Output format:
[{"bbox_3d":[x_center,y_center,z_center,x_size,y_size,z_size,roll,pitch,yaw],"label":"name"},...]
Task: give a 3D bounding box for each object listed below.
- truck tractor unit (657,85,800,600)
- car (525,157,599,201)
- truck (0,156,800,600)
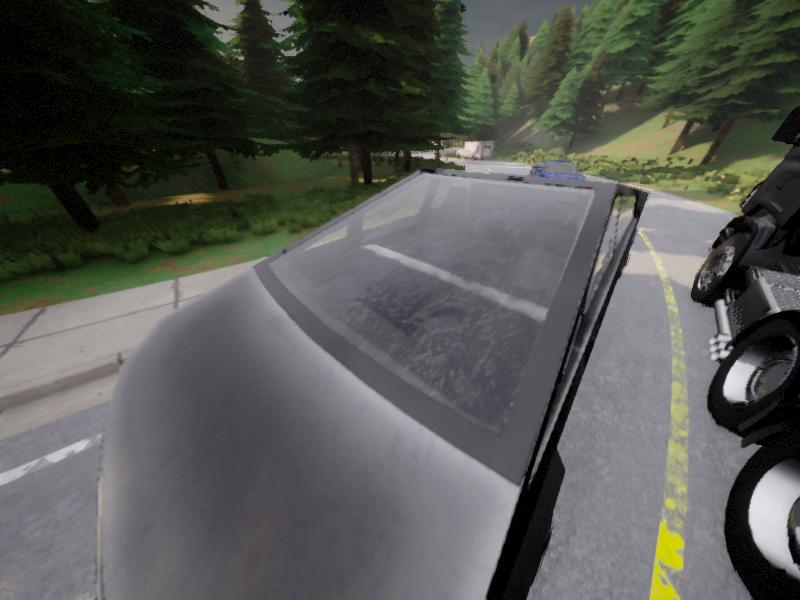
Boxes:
[{"bbox_3d":[4.779,-0.541,1.139,3.053,4.208,6.516,29,44,35],"label":"truck tractor unit"},{"bbox_3d":[8.612,-6.936,12.888,1.882,1.535,5.008,9,36,13],"label":"car"},{"bbox_3d":[1.113,-0.356,2.764,2.390,2.098,6.274,28,43,35],"label":"truck"}]
